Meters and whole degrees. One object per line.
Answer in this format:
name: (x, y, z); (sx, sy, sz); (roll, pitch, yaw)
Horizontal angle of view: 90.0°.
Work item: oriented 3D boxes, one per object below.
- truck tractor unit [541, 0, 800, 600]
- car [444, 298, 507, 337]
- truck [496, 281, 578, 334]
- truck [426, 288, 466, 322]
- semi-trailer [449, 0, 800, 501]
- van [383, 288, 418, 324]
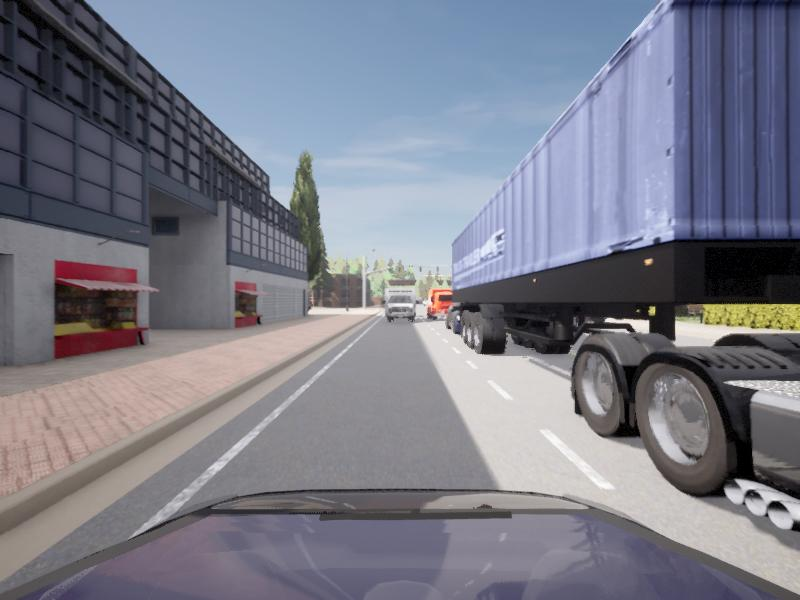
truck tractor unit: (3.506, -0.521, 2.377); (3.053, 4.208, 6.516); (0, 0, 0)
car: (3.527, 0.761, 19.611); (2.242, 1.667, 4.611); (0, 0, 0)
truck: (7.032, 0.362, 21.359); (2.627, 2.467, 5.204); (0, 0, 0)
truck: (3.549, 0.361, 32.160); (2.627, 2.467, 5.204); (0, 0, 0)
semi-trailer: (3.509, -0.615, 10.290); (2.717, 4.402, 14.254); (0, 0, 0)
van: (0.043, 0.385, 29.848); (2.351, 2.431, 6.366); (0, 0, 0)
